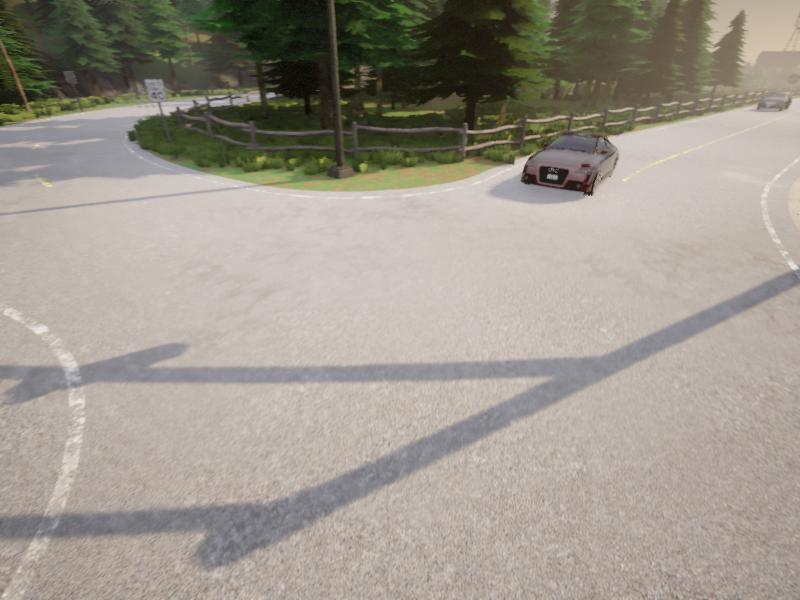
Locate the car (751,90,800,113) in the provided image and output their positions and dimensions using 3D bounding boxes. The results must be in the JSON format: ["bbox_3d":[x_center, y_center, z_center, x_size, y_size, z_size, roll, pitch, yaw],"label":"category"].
[{"bbox_3d":[33.729,-17.823,35.858,4.902,1.511,2.128,-24,38,-36],"label":"car"}]

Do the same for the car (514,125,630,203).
[{"bbox_3d":[5.339,-4.317,12.209,1.994,1.385,4.181,21,36,30],"label":"car"}]
